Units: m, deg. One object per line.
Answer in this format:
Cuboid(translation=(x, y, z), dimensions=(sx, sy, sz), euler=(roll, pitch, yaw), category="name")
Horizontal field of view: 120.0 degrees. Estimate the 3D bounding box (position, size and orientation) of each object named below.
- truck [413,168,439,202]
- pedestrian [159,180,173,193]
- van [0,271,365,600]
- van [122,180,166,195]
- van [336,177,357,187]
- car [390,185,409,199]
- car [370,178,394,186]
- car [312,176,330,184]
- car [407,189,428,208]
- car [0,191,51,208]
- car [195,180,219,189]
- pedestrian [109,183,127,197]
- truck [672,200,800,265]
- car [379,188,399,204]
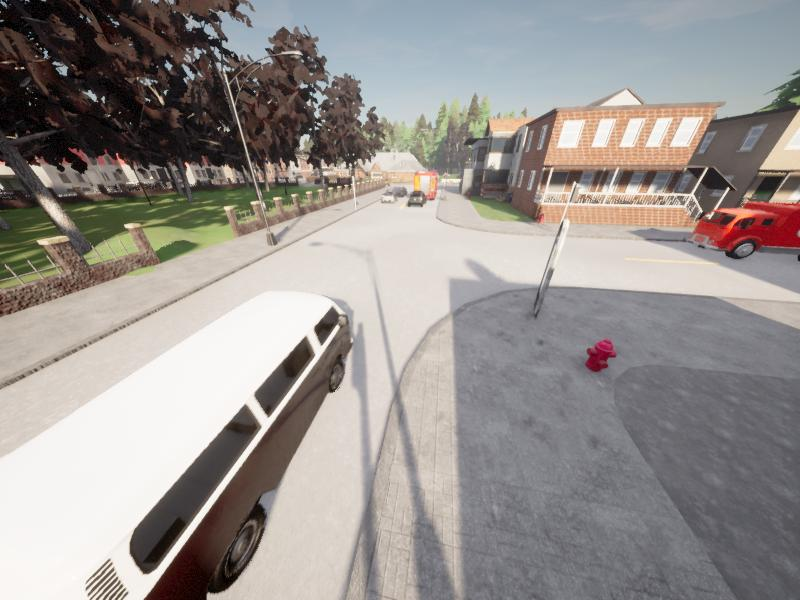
Cuboid(translation=(3.886, -16.816, 33.308), dimensions=(2.891, 3.827, 8.468), euler=(5, 30, 9), category="truck")
Cuboid(translation=(-40.140, -19.516, 39.691), dimensions=(0.751, 1.860, 0.751), euler=(5, 30, 8), category="pedestrian")
Cuboid(translation=(-2.307, 1.447, 3.457), dimensions=(2.069, 2.038, 4.480), euler=(5, 30, 9), category="van")
Cuboid(translation=(-44.835, -19.755, 40.627), dimensions=(2.069, 2.038, 4.480), euler=(5, 30, 9), category="van")
Cuboid(translation=(-12.960, -28.909, 56.530), dimensions=(4.442, 1.987, 1.775), euler=(5, 30, 9), category="van")
Cuboid(translation=(-0.005, -16.512, 35.211), dimensions=(2.033, 1.411, 5.357), euler=(5, 30, 8), category="car")
Cuboid(translation=(-4.218, -28.153, 55.182), dimensions=(5.366, 1.575, 1.801), euler=(5, 30, 8), category="car")
Cuboid(translation=(-20.713, -31.644, 60.888), dimensions=(3.866, 1.878, 1.905), euler=(5, 30, 9), category="car")
Cuboid(translation=(2.108, -12.004, 27.190), dimensions=(1.851, 1.617, 3.988), euler=(7, 31, 12), category="car")
Cuboid(translation=(-47.402, -12.234, 28.131), dimensions=(1.837, 1.490, 4.892), euler=(5, 30, 9), category="car")
Cuboid(translation=(-42.695, -25.624, 51.259), dimensions=(1.845, 1.501, 3.633), euler=(5, 30, 9), category="car")
Cuboid(translation=(-41.325, -16.146, 33.854), dimensions=(0.751, 1.860, 0.751), euler=(5, 30, 8), category="pedestrian")
Cuboid(translation=(18.389, -3.423, 11.465), dimensions=(5.204, 2.467, 2.627), euler=(6, 31, 11), category="truck")
Cuboid(translation=(-1.281, -13.276, 29.471), dimensions=(1.845, 1.501, 3.633), euler=(4, 30, 7), category="car")
